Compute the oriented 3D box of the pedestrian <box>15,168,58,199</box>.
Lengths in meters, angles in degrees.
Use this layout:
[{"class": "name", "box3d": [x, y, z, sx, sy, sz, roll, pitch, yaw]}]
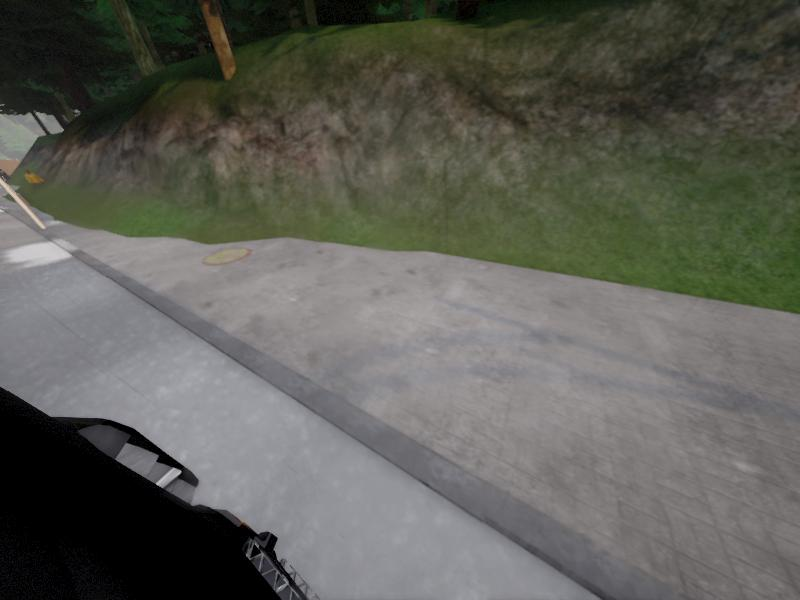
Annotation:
[{"class": "pedestrian", "box3d": [-25.312, -8.126, 16.110, 0.751, 1.860, 0.751, 19, 39, 29]}]
